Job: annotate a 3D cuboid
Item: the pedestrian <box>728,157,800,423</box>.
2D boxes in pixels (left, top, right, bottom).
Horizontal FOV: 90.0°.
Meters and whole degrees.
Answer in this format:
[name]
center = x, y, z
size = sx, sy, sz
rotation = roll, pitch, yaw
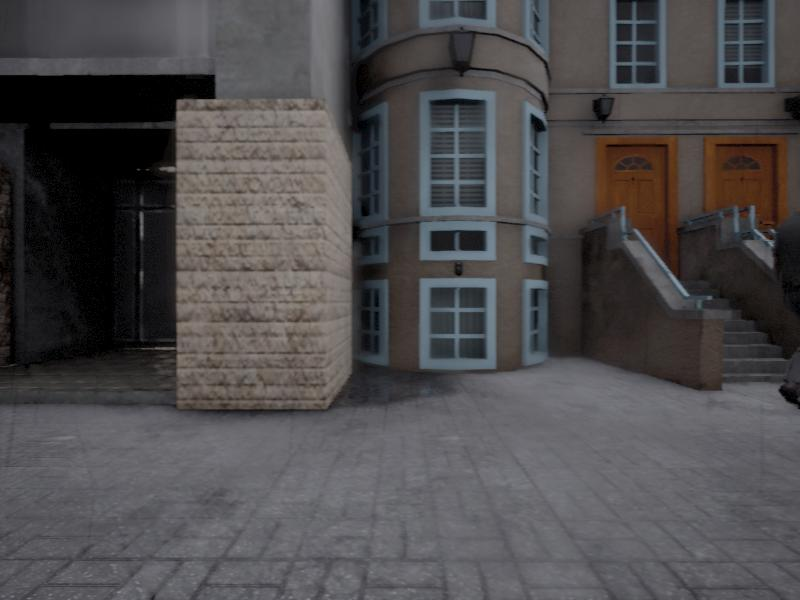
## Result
[pedestrian]
center = 3.181, -0.072, 3.048
size = 0.751, 1.860, 0.751
rotation = 0, 0, 1
